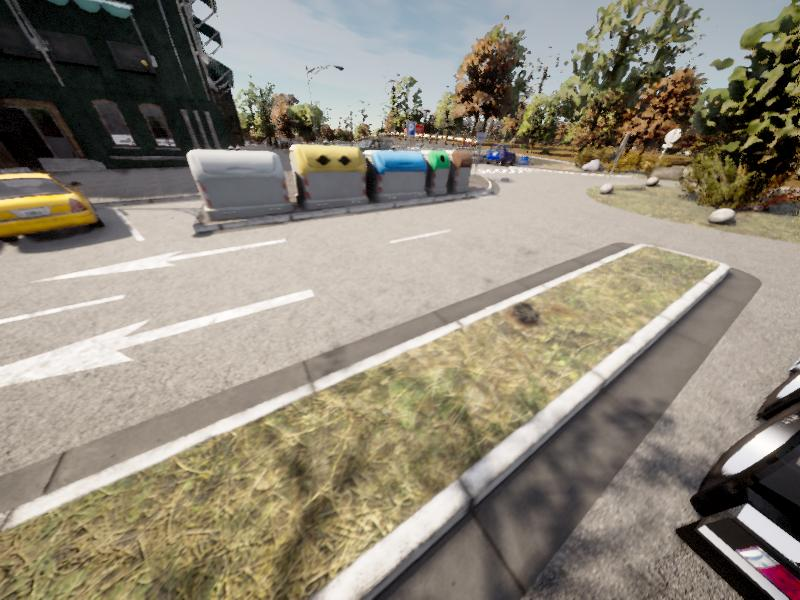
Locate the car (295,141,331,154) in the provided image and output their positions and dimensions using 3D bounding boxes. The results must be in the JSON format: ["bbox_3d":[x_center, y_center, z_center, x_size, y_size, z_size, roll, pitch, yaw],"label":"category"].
[{"bbox_3d":[-14.630,-25.862,39.190,1.946,1.575,5.366,27,41,31],"label":"car"}]

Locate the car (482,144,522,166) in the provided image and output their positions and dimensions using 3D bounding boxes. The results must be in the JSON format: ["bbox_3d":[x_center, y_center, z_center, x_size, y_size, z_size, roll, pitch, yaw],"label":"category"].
[{"bbox_3d":[12.703,-17.945,28.687,2.435,2.045,5.566,27,40,31],"label":"car"}]

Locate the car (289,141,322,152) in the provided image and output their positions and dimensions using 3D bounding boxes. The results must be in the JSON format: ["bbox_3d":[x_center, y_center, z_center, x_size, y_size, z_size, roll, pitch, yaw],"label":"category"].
[{"bbox_3d":[-17.580,-28.806,43.391,1.946,1.575,5.366,27,41,31],"label":"car"}]

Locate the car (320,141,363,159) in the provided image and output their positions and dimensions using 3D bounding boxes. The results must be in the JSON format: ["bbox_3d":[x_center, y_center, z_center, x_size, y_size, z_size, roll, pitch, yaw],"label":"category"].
[{"bbox_3d":[-7.161,-18.672,28.722,2.185,1.767,4.553,26,41,32],"label":"car"}]

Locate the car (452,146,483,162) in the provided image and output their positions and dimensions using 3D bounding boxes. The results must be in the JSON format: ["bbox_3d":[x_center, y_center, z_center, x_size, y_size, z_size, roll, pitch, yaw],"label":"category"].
[{"bbox_3d":[9.651,-20.822,33.006,2.185,1.767,4.553,26,40,31],"label":"car"}]

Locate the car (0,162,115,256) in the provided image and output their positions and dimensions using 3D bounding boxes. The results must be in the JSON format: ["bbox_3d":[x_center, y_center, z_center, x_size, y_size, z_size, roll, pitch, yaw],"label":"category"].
[{"bbox_3d":[-10.640,-2.995,6.796,5.366,1.575,1.946,25,42,32],"label":"car"}]

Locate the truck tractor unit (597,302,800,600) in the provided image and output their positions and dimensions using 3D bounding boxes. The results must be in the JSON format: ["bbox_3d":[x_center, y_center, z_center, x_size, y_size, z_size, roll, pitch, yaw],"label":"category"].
[{"bbox_3d":[5.172,-0.232,0.691,6.516,4.208,3.053,-16,38,-21],"label":"truck tractor unit"}]

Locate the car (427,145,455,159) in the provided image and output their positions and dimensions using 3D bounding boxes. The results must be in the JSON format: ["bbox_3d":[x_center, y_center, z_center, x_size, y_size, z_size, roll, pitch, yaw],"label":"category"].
[{"bbox_3d":[6.674,-23.852,37.335,2.185,1.767,4.553,27,40,31],"label":"car"}]

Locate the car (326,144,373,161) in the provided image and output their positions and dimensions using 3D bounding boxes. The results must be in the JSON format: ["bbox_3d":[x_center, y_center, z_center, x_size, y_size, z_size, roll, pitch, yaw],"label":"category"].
[{"bbox_3d":[-5.671,-17.106,26.710,2.231,1.521,4.892,26,41,32],"label":"car"}]

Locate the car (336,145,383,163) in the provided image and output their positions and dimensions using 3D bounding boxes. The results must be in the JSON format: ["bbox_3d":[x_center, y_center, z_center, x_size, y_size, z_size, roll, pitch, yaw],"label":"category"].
[{"bbox_3d":[-4.192,-15.604,24.634,2.002,1.452,4.674,26,41,31],"label":"car"}]

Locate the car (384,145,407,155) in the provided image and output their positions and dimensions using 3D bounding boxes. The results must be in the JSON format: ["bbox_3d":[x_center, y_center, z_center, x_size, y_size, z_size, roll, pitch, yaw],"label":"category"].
[{"bbox_3d":[-0.899,-31.252,48.112,2.231,1.521,4.892,27,40,31],"label":"car"}]

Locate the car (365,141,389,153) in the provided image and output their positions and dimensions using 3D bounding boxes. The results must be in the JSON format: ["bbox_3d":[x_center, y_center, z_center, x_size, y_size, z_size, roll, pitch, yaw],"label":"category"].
[{"bbox_3d":[-5.374,-35.983,54.429,2.435,2.045,5.566,26,40,31],"label":"car"}]

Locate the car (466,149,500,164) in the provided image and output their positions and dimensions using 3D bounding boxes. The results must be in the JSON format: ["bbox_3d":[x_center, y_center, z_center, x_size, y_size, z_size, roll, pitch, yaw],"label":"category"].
[{"bbox_3d":[11.180,-19.226,30.952,2.231,1.521,4.892,27,40,31],"label":"car"}]

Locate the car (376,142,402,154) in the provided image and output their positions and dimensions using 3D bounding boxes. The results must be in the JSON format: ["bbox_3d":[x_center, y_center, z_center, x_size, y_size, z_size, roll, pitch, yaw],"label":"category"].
[{"bbox_3d":[-2.402,-32.953,50.099,2.435,2.045,5.566,27,40,31],"label":"car"}]

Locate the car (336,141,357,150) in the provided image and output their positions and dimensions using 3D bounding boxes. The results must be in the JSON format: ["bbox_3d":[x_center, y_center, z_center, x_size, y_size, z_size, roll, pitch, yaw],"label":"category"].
[{"bbox_3d":[-15.948,-46.482,69.402,2.435,2.045,5.566,27,40,31],"label":"car"}]

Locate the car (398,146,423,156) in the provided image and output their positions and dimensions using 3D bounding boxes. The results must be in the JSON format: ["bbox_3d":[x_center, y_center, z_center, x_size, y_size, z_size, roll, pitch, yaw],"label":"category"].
[{"bbox_3d":[2.111,-28.208,43.816,2.163,1.488,4.792,27,40,31],"label":"car"}]

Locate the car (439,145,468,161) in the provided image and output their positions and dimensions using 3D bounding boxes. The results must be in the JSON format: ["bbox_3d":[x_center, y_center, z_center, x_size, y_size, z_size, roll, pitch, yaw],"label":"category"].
[{"bbox_3d":[8.189,-22.348,35.189,2.185,1.767,4.553,27,40,31],"label":"car"}]

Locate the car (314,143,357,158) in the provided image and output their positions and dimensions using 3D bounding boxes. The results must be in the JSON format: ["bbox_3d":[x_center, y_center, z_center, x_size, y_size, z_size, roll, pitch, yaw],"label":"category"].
[{"bbox_3d":[-8.504,-20.134,31.033,1.946,1.575,5.366,26,41,32],"label":"car"}]

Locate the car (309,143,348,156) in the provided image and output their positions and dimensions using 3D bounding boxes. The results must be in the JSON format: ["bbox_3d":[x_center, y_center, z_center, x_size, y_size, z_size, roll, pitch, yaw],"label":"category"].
[{"bbox_3d":[-10.091,-21.520,33.009,2.231,1.521,4.892,26,41,32],"label":"car"}]

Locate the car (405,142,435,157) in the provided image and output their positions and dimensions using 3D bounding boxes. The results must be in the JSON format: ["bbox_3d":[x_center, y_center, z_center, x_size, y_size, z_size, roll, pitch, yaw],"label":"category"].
[{"bbox_3d":[3.635,-26.939,41.516,2.435,2.045,5.566,27,40,31],"label":"car"}]

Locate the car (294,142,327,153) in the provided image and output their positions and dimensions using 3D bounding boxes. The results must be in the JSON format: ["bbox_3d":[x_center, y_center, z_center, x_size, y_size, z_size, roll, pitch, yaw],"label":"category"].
[{"bbox_3d":[-15.995,-27.414,41.418,2.097,1.535,5.008,26,41,31],"label":"car"}]

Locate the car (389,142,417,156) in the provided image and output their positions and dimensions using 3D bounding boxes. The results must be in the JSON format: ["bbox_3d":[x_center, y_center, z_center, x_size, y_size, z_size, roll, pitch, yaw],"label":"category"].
[{"bbox_3d":[0.657,-29.970,45.847,2.435,2.045,5.566,26,40,31],"label":"car"}]

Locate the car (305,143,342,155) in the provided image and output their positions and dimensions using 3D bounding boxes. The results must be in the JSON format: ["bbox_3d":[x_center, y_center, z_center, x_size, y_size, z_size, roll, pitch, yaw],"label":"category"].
[{"bbox_3d":[-11.581,-22.958,35.109,2.163,1.488,4.792,27,41,31],"label":"car"}]

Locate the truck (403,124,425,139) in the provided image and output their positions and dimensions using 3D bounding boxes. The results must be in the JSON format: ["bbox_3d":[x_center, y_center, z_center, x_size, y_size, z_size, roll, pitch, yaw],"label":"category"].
[{"bbox_3d":[3.008,-38.294,52.438,2.627,2.467,5.204,-14,41,-23],"label":"truck"}]

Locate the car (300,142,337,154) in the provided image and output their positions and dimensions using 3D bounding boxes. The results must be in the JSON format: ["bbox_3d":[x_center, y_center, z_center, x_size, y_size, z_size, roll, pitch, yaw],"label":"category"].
[{"bbox_3d":[-13.036,-24.465,37.209,2.097,1.535,5.008,26,41,32],"label":"car"}]

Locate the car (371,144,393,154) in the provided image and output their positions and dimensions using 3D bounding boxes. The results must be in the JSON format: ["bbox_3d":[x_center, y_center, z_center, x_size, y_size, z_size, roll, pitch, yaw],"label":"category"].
[{"bbox_3d":[-4.014,-34.186,52.277,1.946,1.575,5.366,27,40,31],"label":"car"}]

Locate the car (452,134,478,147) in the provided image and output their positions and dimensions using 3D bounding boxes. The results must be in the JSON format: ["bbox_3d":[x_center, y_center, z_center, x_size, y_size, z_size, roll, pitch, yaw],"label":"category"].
[{"bbox_3d":[11.435,-28.239,40.917,1.851,1.617,3.988,-16,42,-25],"label":"car"}]

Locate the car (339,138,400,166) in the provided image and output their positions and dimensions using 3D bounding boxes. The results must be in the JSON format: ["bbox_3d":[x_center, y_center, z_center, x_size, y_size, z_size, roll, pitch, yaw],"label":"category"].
[{"bbox_3d":[-2.721,-14.358,22.348,2.435,2.045,5.566,27,41,31],"label":"car"}]
